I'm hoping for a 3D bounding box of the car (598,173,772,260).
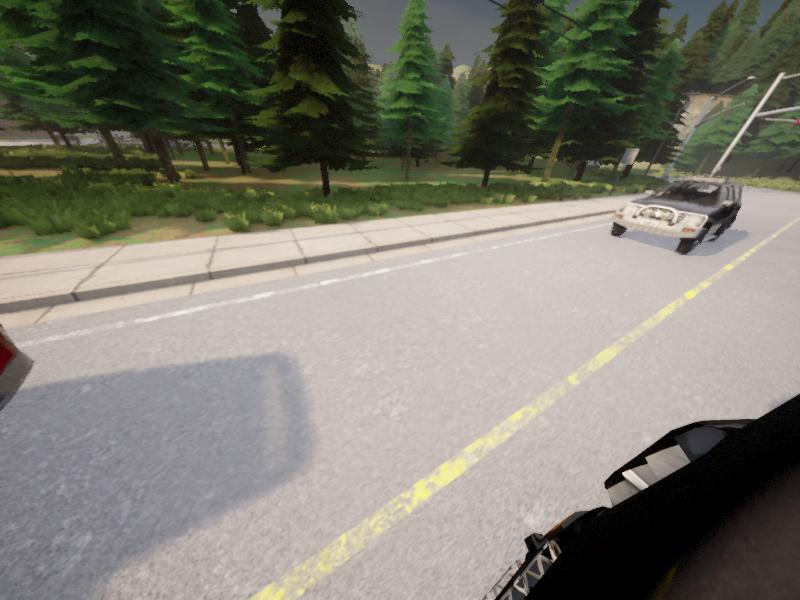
[{"bbox_3d":[8.999,-2.873,7.346,4.605,1.855,1.932,-15,38,-26],"label":"car"}]

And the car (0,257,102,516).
[{"bbox_3d":[-4.874,1.090,0.545,4.514,1.525,2.007,-15,37,-25],"label":"car"}]
